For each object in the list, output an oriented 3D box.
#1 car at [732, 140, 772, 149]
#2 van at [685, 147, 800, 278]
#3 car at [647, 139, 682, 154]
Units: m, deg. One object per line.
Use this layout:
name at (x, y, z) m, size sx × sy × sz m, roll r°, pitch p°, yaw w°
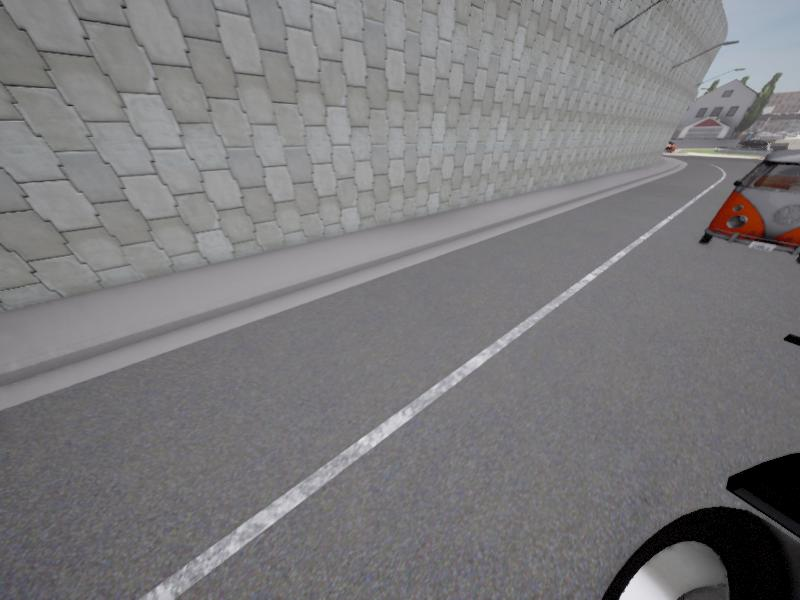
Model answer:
car at (71.325, -31.599, 46.879) m, size 4.892 × 1.490 × 1.837 m, roll -2°, pitch 35°, yaw -3°
van at (9.080, -2.326, 5.414) m, size 4.442 × 1.987 × 1.775 m, roll -23°, pitch 41°, yaw -29°
car at (42.278, -24.695, 37.070) m, size 2.097 × 1.767 × 4.553 m, roll 17°, pitch 39°, yaw 22°
